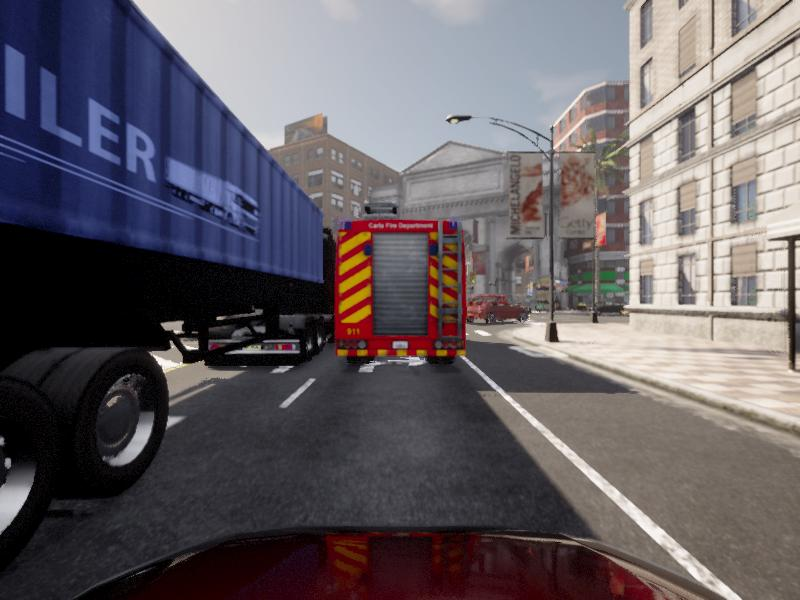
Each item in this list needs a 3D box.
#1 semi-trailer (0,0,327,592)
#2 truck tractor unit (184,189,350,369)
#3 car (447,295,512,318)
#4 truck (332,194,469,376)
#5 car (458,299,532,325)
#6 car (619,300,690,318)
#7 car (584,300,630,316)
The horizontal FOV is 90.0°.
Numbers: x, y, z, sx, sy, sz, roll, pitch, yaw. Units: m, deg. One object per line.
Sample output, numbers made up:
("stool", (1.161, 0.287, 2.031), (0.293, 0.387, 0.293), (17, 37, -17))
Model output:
("semi-trailer", (-3.521, -0.617, 4.720), (2.717, 4.402, 14.254), (0, 0, 0))
("truck tractor unit", (-3.517, -0.519, 12.631), (3.053, 4.208, 6.516), (0, 0, 0))
("car", (7.175, 0.570, 36.534), (5.566, 2.045, 2.150), (0, 0, 0))
("truck", (0.044, -0.321, 12.680), (2.891, 3.827, 8.468), (0, 0, 0))
("car", (6.676, 0.780, 27.924), (5.027, 1.651, 2.152), (0, 0, -34))
("car", (23.067, 0.802, 36.376), (5.366, 1.575, 1.801), (0, 0, 1))
("car", (20.611, 0.815, 39.929), (3.705, 1.549, 1.789), (0, 0, 0))
